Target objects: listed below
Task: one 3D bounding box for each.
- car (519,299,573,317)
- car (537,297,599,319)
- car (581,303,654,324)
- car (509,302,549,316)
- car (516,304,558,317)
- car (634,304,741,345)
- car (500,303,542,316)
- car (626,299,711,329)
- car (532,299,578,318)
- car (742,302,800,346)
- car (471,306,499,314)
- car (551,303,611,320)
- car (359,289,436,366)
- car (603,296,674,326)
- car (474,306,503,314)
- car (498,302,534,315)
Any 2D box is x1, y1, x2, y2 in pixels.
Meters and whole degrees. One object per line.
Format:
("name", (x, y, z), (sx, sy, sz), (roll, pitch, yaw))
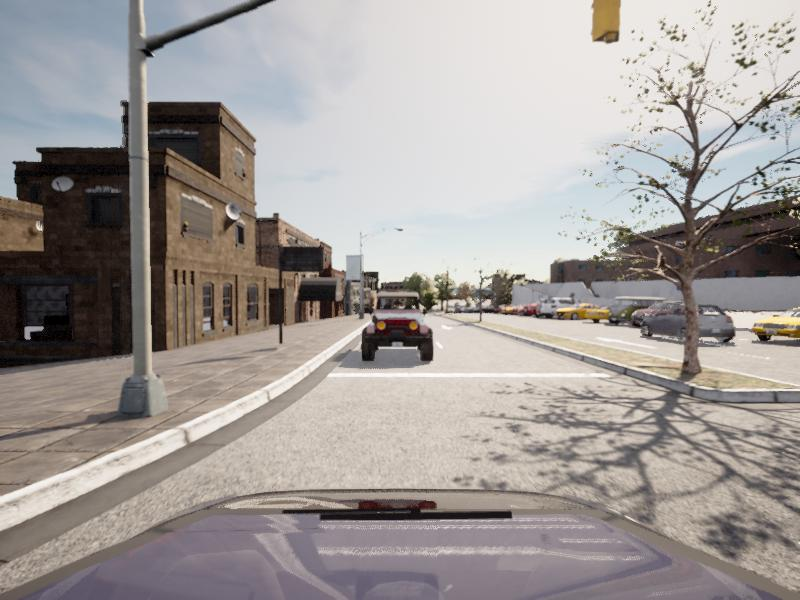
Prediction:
("car", (16.758, 0.919, 46.024), (5.566, 2.045, 2.435), (1, -1, -20))
("car", (16.827, 0.845, 40.099), (5.566, 2.045, 2.435), (1, -1, -20))
("car", (17.001, 1.026, 31.219), (5.366, 1.575, 1.946), (1, -1, -20))
("car", (16.791, 1.143, 51.999), (4.553, 1.767, 2.185), (1, -1, -20))
("car", (16.772, 1.255, 49.012), (4.674, 1.452, 2.002), (1, -1, -20))
("car", (11.806, 0.920, 16.758), (1.845, 1.501, 3.633), (0, 0, 0))
("car", (16.578, 1.317, 54.892), (5.366, 1.575, 1.946), (1, -1, -20))
("car", (16.880, 0.860, 25.203), (4.553, 1.767, 2.185), (1, 0, -20))
("car", (16.685, 0.903, 43.021), (4.442, 1.987, 1.878), (1, -1, -20))
("car", (16.704, 0.918, 16.192), (5.366, 1.575, 1.946), (1, 0, -20))
("car", (16.680, 1.998, 78.740), (5.008, 1.535, 2.097), (2, -2, -20))
("car", (16.814, 1.070, 37.105), (5.008, 1.535, 2.097), (1, 0, -20))
("car", (-0.064, 0.688, 11.804), (1.905, 1.878, 3.866), (0, 0, 0))
("car", (16.734, 0.778, 28.130), (4.442, 1.987, 1.878), (1, 0, -20))
("car", (16.686, 1.894, 75.780), (5.008, 1.535, 2.097), (2, -2, -20))
("car", (16.774, 1.264, 57.950), (4.553, 1.767, 2.185), (1, -1, -20))
